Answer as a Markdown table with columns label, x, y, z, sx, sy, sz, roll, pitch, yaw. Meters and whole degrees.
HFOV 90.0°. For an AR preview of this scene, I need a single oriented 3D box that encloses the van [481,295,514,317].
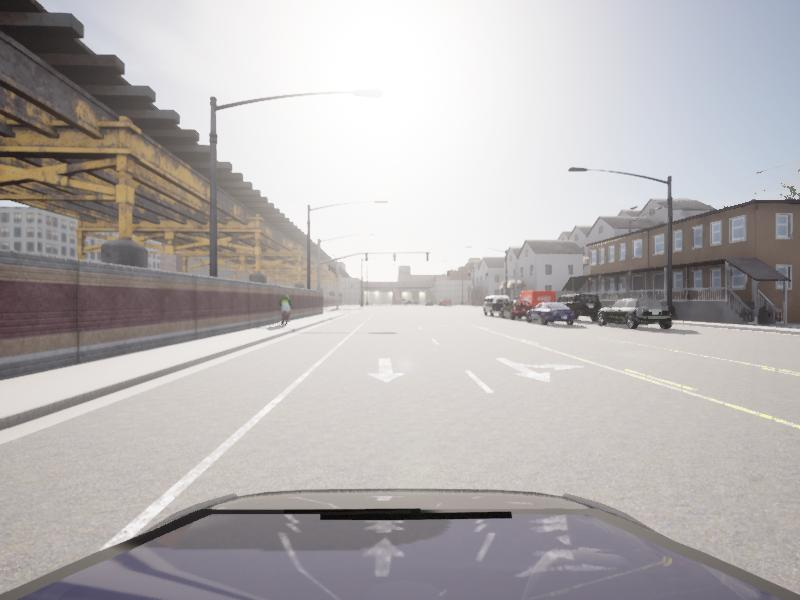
| label | x | y | z | sx | sy | sz | roll | pitch | yaw |
| --- | --- | --- | --- | --- | --- | --- | --- | --- | --- |
| van | 9.459 | 0.572 | 39.230 | 2.069 | 2.038 | 4.480 | 0 | 0 | -2 |

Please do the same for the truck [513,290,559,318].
| label | x | y | z | sx | sy | sz | roll | pitch | yaw |
| --- | --- | --- | --- | --- | --- | --- | --- | --- | --- |
| truck | 12.863 | 0.358 | 38.263 | 2.627 | 2.467 | 5.204 | 0 | 0 | 0 |

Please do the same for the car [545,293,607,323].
| label | x | y | z | sx | sy | sz | roll | pitch | yaw |
| --- | --- | --- | --- | --- | --- | --- | --- | --- | --- |
| car | 13.168 | 0.569 | 30.403 | 2.150 | 2.045 | 5.566 | 0 | 0 | -1 |

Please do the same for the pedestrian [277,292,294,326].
| label | x | y | z | sx | sy | sz | roll | pitch | yaw |
| --- | --- | --- | --- | --- | --- | --- | --- | --- | --- |
| pedestrian | -6.343 | 0.485 | 22.179 | 0.751 | 1.860 | 0.751 | 0 | 0 | 2 |

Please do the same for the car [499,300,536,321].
| label | x | y | z | sx | sy | sz | roll | pitch | yaw |
| --- | --- | --- | --- | --- | --- | --- | --- | --- | --- |
| car | 9.620 | 0.789 | 33.092 | 1.851 | 1.617 | 3.988 | 0 | 0 | -2 |

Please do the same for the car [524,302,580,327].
| label | x | y | z | sx | sy | sz | roll | pitch | yaw |
| --- | --- | --- | --- | --- | --- | --- | --- | --- | --- |
| car | 9.787 | 0.870 | 26.232 | 1.812 | 1.442 | 4.674 | 0 | 0 | -1 |

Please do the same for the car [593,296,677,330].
| label | x | y | z | sx | sy | sz | roll | pitch | yaw |
| --- | --- | --- | --- | --- | --- | --- | --- | --- | --- |
| car | 13.378 | 0.695 | 23.174 | 2.097 | 1.767 | 4.553 | 0 | 0 | -2 |
